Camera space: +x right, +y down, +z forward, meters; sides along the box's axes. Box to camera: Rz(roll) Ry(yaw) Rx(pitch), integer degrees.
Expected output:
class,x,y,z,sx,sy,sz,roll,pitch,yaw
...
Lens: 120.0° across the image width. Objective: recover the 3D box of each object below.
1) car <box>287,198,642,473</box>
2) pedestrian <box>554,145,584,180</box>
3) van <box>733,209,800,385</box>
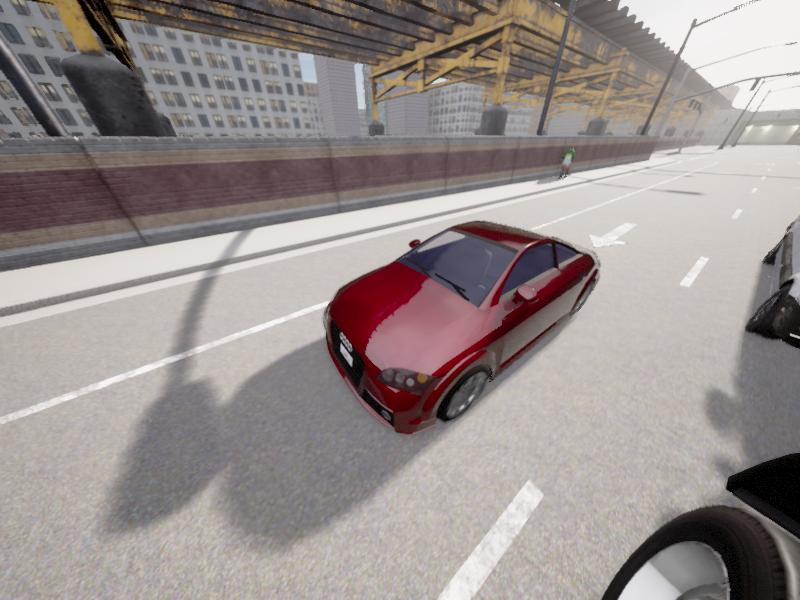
class,x,y,z,sx,sy,sz,roll,pitch,yaw
car,1.057,-0.260,3.240,4.181,1.385,1.994,-23,40,-28
pedestrian,10.687,-8.757,14.692,0.751,1.860,0.751,-20,39,-26
van,7.170,-0.875,2.932,5.915,2.561,1.988,-23,40,-28
